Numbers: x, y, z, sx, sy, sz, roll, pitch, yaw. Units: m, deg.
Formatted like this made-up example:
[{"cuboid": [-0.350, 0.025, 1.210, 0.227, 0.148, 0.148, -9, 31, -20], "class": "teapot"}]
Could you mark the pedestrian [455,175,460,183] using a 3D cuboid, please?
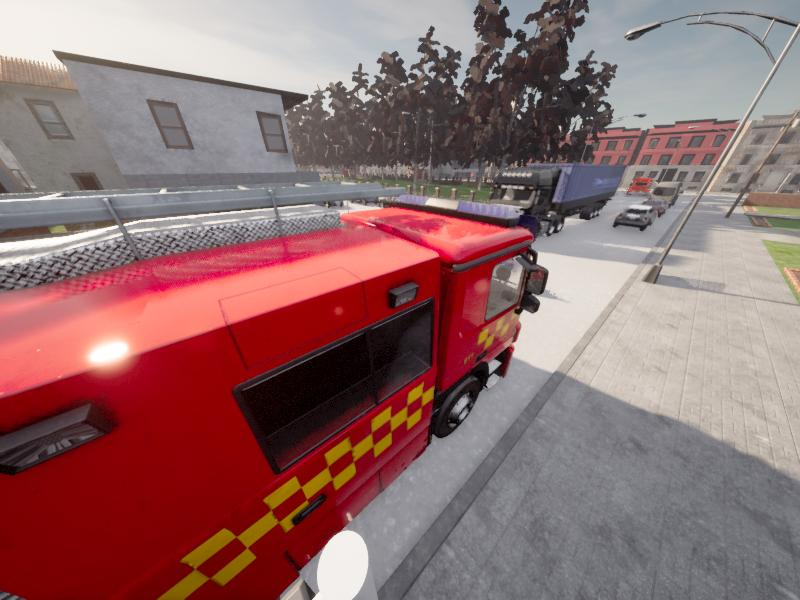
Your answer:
[{"cuboid": [15.334, -32.415, 62.033, 0.751, 1.860, 0.751, -23, 37, -34], "class": "pedestrian"}]

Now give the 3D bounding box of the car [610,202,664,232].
[{"cuboid": [18.110, -6.428, 17.662, 3.806, 1.475, 1.970, -23, 37, -34], "class": "car"}]

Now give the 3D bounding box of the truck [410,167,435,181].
[{"cuboid": [7.269, -41.696, 76.371, 2.891, 3.827, 8.468, -23, 37, -34], "class": "truck"}]

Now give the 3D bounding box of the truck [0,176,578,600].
[{"cuboid": [-1.857, 0.930, 2.570, 8.468, 3.827, 2.891, -23, 37, -34], "class": "truck"}]

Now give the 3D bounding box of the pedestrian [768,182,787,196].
[{"cuboid": [58.455, -17.261, 35.785, 0.751, 1.860, 0.751, -18, 34, -28], "class": "pedestrian"}]

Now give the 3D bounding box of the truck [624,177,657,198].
[{"cuboid": [37.824, -17.785, 36.332, 5.204, 2.467, 2.627, -27, 39, -37], "class": "truck"}]

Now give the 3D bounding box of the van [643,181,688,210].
[{"cuboid": [30.330, -12.052, 26.342, 5.915, 2.561, 1.988, -22, 37, -33], "class": "van"}]

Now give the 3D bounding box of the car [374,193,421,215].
[{"cuboid": [-0.326, -9.955, 23.738, 2.128, 1.511, 4.902, -23, 37, -34], "class": "car"}]

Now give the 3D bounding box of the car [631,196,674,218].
[{"cuboid": [24.249, -8.952, 22.143, 4.181, 1.385, 1.994, -23, 37, -34], "class": "car"}]

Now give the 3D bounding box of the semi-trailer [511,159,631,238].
[{"cuboid": [14.359, -8.747, 18.737, 14.254, 4.402, 2.717, -23, 37, -34], "class": "semi-trailer"}]

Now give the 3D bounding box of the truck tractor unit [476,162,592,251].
[{"cuboid": [8.300, -6.100, 14.381, 6.516, 4.208, 3.053, -23, 37, -34], "class": "truck tractor unit"}]
